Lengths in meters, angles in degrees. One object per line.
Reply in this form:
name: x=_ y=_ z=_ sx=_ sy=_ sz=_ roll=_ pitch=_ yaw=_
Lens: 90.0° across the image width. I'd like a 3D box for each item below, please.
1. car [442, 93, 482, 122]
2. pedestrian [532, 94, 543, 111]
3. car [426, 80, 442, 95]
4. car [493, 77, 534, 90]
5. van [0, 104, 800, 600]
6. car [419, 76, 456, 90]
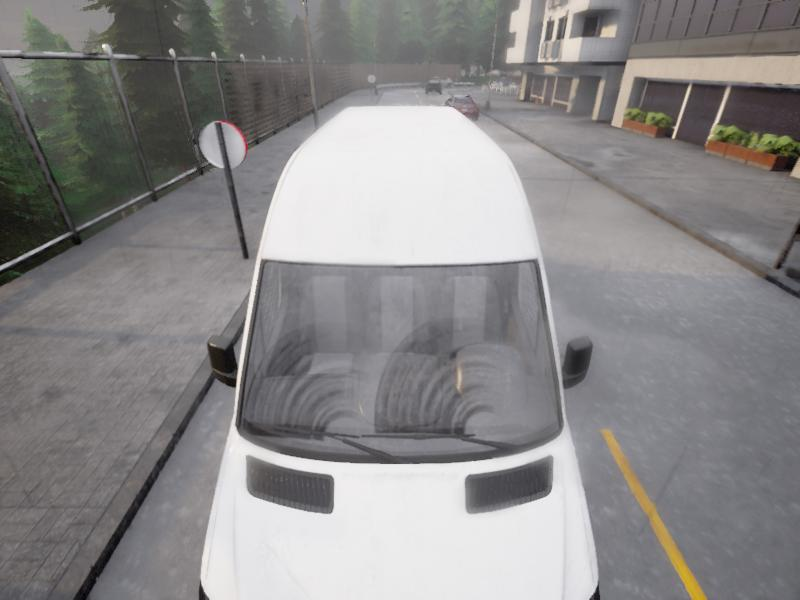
car: x=3.999 y=-12.812 z=26.466 sx=1.994 sy=1.385 sz=4.181 roll=0 pitch=30 yaw=0
pedestrian: x=10.171 y=-14.620 z=29.606 sx=0.500 sy=1.100 sz=0.500 roll=-3 pitch=31 yaw=-5
car: x=4.113 y=-25.831 z=48.536 sx=1.837 sy=1.490 sz=4.892 roll=2 pitch=30 yaw=3
car: x=16.085 y=-30.917 z=57.085 sx=5.027 sy=1.651 sz=2.152 roll=-1 pitch=30 yaw=-1
van: x=-0.003 y=-0.229 z=3.857 sx=1.988 sy=2.561 sz=5.915 roll=0 pitch=30 yaw=0
car: x=5.459 y=-31.790 z=58.575 sx=5.027 sy=1.651 sz=2.152 roll=-13 pitch=33 yaw=-22
